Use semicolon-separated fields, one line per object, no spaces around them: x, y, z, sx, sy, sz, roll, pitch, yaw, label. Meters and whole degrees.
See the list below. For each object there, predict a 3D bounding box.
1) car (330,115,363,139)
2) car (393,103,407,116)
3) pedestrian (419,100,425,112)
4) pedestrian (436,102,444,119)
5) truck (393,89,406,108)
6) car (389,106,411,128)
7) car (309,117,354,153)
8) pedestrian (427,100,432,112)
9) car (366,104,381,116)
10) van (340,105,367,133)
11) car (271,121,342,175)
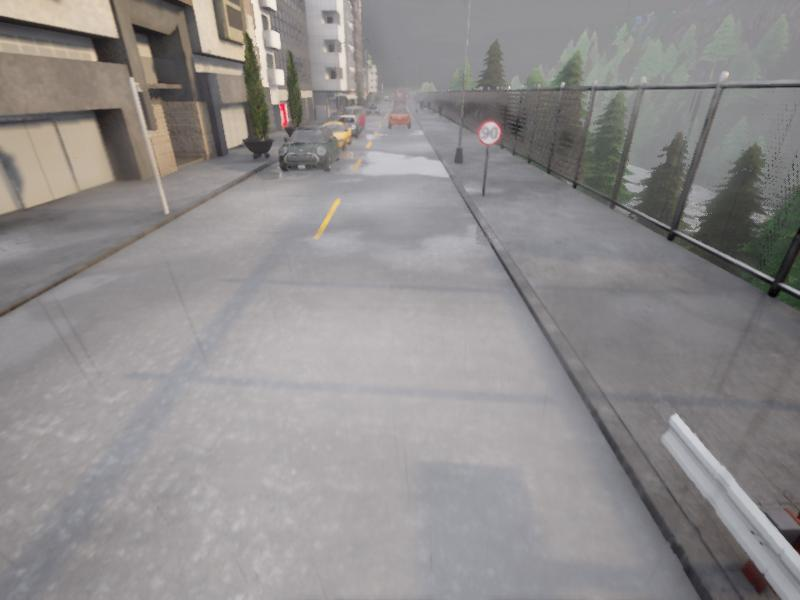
-4.022;-13.292;30.618;1.970;1.475;3.806;0;27;0;car
-0.051;-29.884;62.706;2.152;1.651;5.027;0;27;0;car
3.861;-34.101;70.155;0.751;1.860;0.751;9;29;16;pedestrian
5.111;-24.212;51.067;0.751;1.860;0.751;-1;27;-2;pedestrian
-0.070;-47.729;94.583;2.891;3.827;8.468;0;27;0;truck
-0.030;-18.238;39.847;2.097;1.767;4.553;0;27;0;car
-4.019;-10.161;24.459;1.801;1.575;5.366;0;27;0;car
5.102;-33.969;69.909;0.751;1.860;0.751;0;27;0;pedestrian
-4.049;-29.107;61.251;1.970;1.475;3.806;0;27;0;car
-4.026;-16.055;35.399;1.775;1.987;4.442;0;27;0;van
-4.013;-6.984;18.091;2.097;1.767;4.553;0;27;0;car
